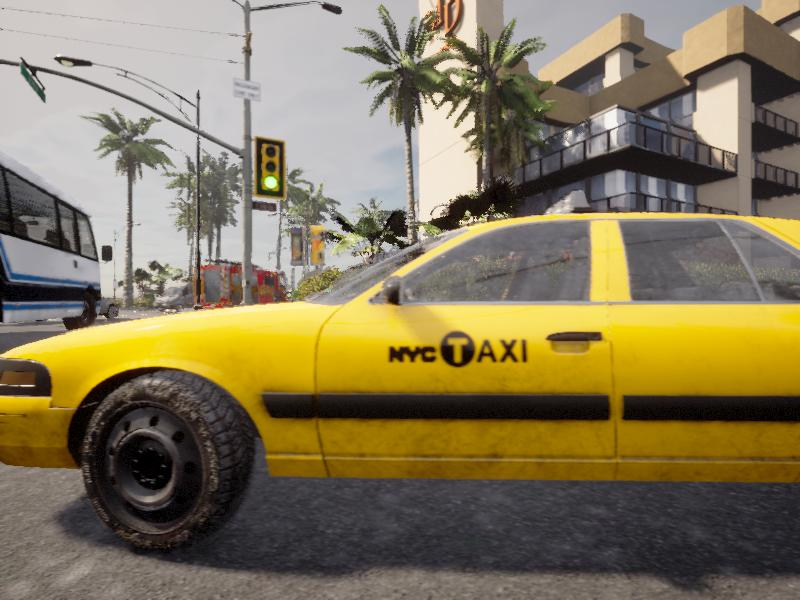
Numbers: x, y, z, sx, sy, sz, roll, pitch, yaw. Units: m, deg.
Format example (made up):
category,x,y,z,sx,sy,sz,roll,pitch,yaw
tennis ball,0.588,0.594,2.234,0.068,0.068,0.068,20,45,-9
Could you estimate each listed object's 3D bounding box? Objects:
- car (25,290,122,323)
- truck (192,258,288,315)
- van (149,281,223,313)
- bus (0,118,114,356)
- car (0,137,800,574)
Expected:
category,x,y,z,sx,sy,sz,roll,pitch,yaw
car,-15.977,0.291,19.871,1.970,1.475,3.806,0,0,-6
truck,-11.879,-0.884,30.864,2.891,3.827,8.468,0,0,10
van,-18.130,-0.229,34.366,1.988,2.561,5.915,0,0,17
bus,-9.912,-1.112,8.629,3.944,4.253,10.273,-1,0,-23
car,0.669,0.202,2.366,5.366,1.575,1.801,0,0,2
